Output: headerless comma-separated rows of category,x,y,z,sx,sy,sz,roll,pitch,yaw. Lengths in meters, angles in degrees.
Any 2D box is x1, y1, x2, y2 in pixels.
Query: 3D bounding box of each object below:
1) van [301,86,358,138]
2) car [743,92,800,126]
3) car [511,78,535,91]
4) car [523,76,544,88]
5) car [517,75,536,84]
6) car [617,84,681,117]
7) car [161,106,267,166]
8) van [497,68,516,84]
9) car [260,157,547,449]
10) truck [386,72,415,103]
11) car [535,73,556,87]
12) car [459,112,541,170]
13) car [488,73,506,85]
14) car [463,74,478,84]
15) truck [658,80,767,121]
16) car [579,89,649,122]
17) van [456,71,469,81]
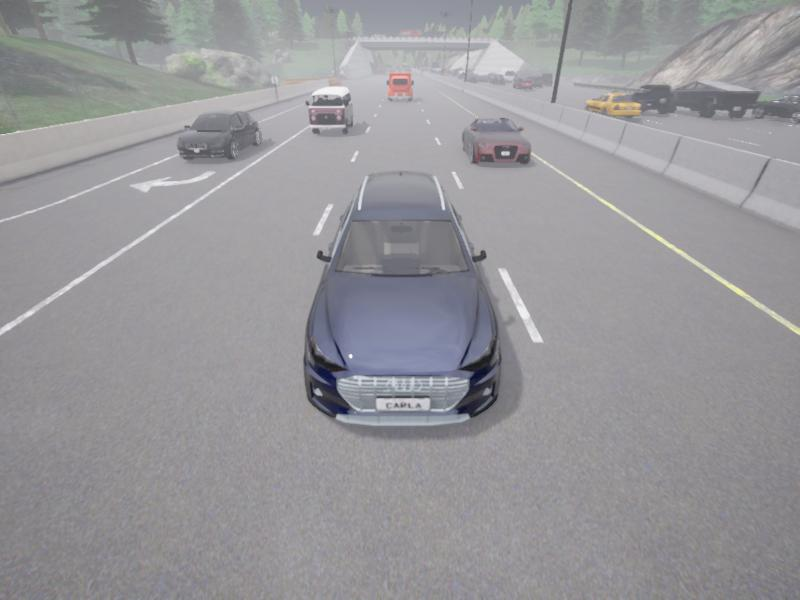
van,-3.484,-9.811,20.713,2.069,2.038,4.480,0,30,0
car,24.510,-11.938,24.870,2.128,1.511,4.902,0,30,0
car,17.519,-30.785,57.022,2.007,1.525,4.514,0,30,0
car,21.022,-34.462,63.218,1.851,1.617,3.988,0,30,0
car,24.525,-42.897,77.761,2.128,1.511,4.902,0,30,0
car,17.511,-14.246,28.431,1.905,1.878,3.866,0,30,0
car,-6.993,-6.576,15.730,1.837,1.490,4.892,0,30,0
van,21.030,-44.416,79.248,1.988,2.561,5.915,0,30,0
car,0.017,-0.574,5.353,2.033,1.649,4.856,0,30,0
truck,0.013,-20.663,38.811,2.627,2.467,5.204,0,30,0
car,24.524,-37.192,67.596,1.905,1.878,3.866,0,30,0
car,3.507,-6.036,14.933,1.994,1.385,4.181,0,30,0
car,17.523,-40.102,72.659,2.097,1.767,4.553,0,30,0
car,14.026,-43.949,79.466,2.038,1.542,4.974,0,30,0
truck,21.011,-13.781,27.432,2.390,2.098,6.274,0,30,0
car,14.011,-13.020,26.644,1.801,1.575,5.366,0,30,0
van,14.028,-50.385,89.973,2.069,2.038,4.480,0,30,0
